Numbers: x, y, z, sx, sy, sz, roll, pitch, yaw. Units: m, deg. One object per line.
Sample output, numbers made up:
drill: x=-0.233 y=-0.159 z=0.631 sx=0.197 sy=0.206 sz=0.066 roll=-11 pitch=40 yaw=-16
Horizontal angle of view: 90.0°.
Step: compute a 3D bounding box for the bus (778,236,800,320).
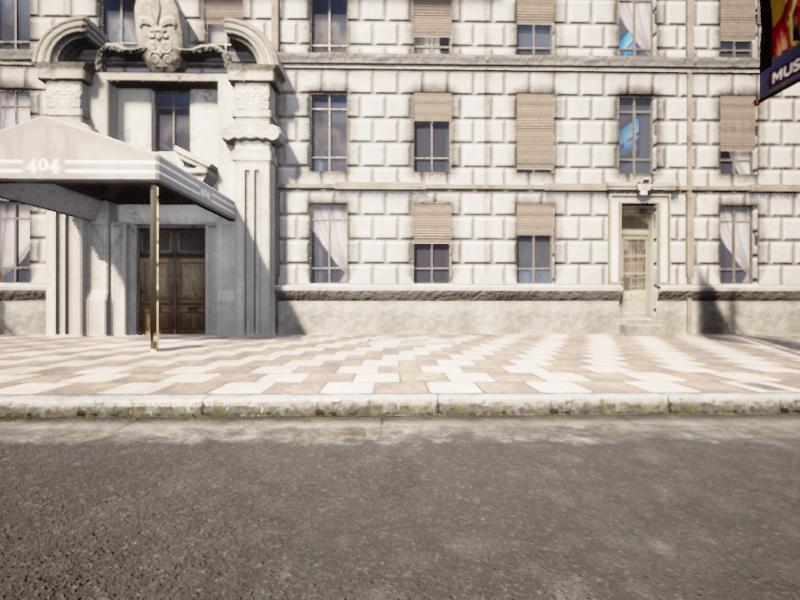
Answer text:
bus: x=22.467 y=-1.123 z=16.491 sx=3.944 sy=4.253 sz=10.273 roll=0 pitch=0 yaw=-1
